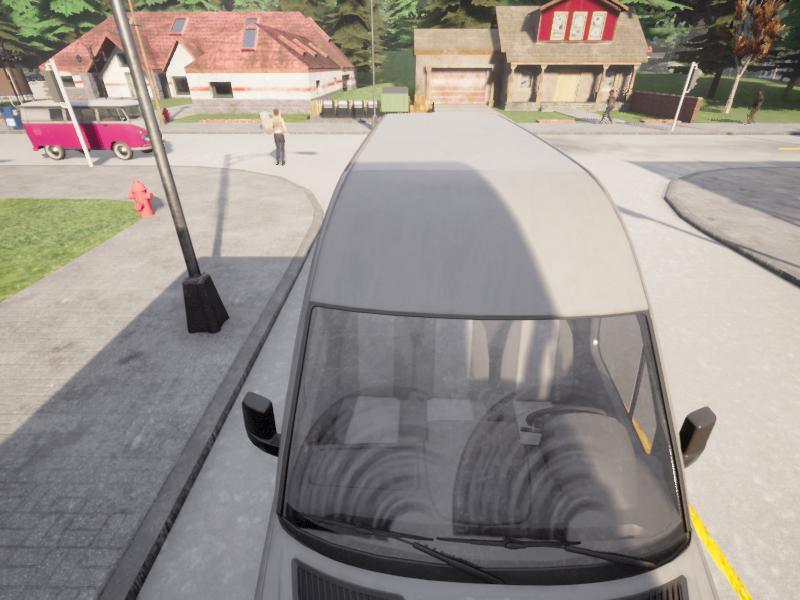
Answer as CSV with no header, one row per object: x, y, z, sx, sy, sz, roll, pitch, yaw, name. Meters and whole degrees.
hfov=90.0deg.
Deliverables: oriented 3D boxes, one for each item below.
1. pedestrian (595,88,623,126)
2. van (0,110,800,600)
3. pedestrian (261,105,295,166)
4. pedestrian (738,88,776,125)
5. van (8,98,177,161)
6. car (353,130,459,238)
11.792,-10.917,22.620,0.751,1.860,0.751,-1,30,-2,pedestrian
0.417,0.049,3.431,1.988,2.561,5.915,1,30,2,van
-4.186,-5.680,13.856,0.751,1.860,0.751,-3,30,-5,pedestrian
20.206,-10.961,22.696,0.751,1.860,0.751,0,30,0,pedestrian
-11.353,-6.448,15.094,4.442,1.987,1.775,0,30,1,van
-0.059,-2.927,9.493,1.789,1.549,3.705,-5,31,-8,car
